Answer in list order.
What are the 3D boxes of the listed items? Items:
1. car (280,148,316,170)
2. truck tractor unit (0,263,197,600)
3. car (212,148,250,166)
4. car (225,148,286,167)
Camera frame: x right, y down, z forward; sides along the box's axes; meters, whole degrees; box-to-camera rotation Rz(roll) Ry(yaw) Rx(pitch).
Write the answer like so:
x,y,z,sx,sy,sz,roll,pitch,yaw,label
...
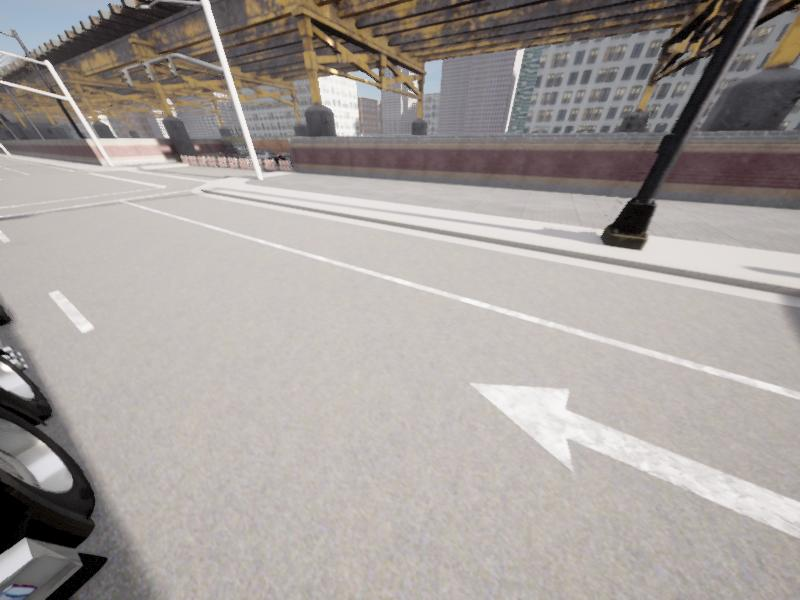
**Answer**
x,y,z,sx,sy,sz,roll,pitch,yaw,label
-10.307,-14.259,23.227,2.038,1.542,4.974,-19,39,-25,car
-5.113,-0.296,0.791,6.516,4.208,3.053,18,39,24,truck tractor unit
-19.339,-16.676,26.792,2.038,1.542,4.974,-10,36,-13,car
-15.347,-15.382,24.891,4.974,1.542,2.038,-4,35,-5,car
